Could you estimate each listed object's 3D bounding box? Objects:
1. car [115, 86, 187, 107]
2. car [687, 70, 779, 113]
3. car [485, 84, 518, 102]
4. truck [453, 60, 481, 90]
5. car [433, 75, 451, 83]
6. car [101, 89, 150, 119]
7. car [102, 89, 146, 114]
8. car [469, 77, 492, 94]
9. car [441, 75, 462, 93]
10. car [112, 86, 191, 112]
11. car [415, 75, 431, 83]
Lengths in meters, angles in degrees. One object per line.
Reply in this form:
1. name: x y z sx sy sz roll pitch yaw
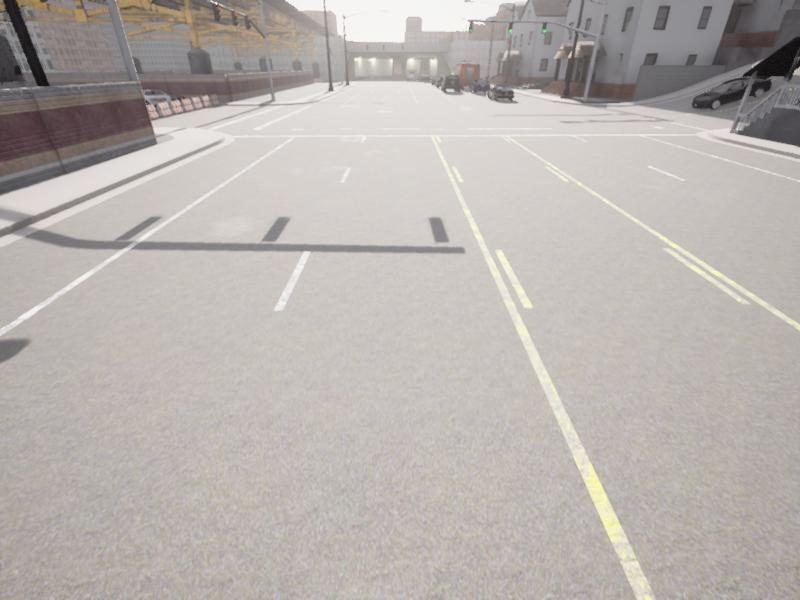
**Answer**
1. car: -20.263 -16.704 32.764 1.853 1.218 4.536 15 34 24
2. car: 25.121 -15.838 30.381 5.008 1.535 1.882 -14 30 7
3. car: 10.500 -21.672 41.795 2.033 1.411 5.357 -1 30 -1
4. truck: 10.499 -35.694 63.416 2.891 3.827 8.468 0 30 0
5. car: 9.125 -47.978 86.788 2.128 1.511 4.902 -8 31 -14
6. car: -19.449 -13.886 28.247 2.038 1.542 4.974 -20 36 -31
7. car: -19.480 -14.043 28.204 1.853 1.218 4.536 -20 36 -31
8. car: 10.495 -28.200 52.585 2.097 1.767 4.553 0 30 0
9. car: 6.995 -29.850 55.156 2.150 2.045 5.566 0 30 0
10. car: -20.239 -16.591 32.883 2.038 1.542 4.974 15 34 24
11. car: 5.052 -48.872 88.311 1.837 1.490 4.892 -9 32 -15
